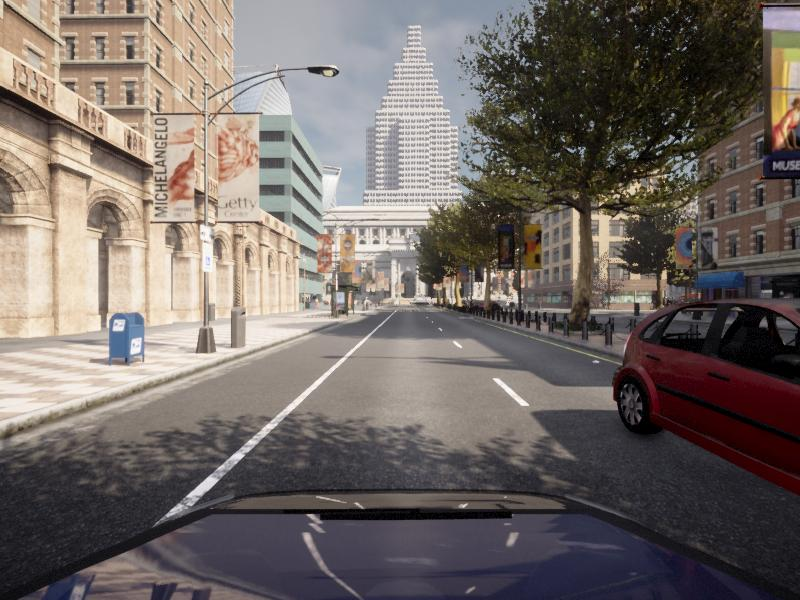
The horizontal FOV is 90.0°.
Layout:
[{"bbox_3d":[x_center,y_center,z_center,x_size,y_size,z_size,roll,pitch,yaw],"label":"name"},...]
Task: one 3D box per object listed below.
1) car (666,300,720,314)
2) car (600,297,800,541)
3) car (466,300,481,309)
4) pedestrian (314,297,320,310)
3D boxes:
[{"bbox_3d":[34.731,0.826,47.556,4.974,1.542,2.038,0,0,-1],"label":"car"},{"bbox_3d":[3.587,0.788,3.390,1.851,1.617,3.988,0,0,1],"label":"car"},{"bbox_3d":[12.915,0.823,70.753,1.882,1.535,5.008,0,0,1],"label":"car"},{"bbox_3d":[-11.933,0.485,57.259,0.751,1.860,0.751,0,0,-6],"label":"pedestrian"}]
